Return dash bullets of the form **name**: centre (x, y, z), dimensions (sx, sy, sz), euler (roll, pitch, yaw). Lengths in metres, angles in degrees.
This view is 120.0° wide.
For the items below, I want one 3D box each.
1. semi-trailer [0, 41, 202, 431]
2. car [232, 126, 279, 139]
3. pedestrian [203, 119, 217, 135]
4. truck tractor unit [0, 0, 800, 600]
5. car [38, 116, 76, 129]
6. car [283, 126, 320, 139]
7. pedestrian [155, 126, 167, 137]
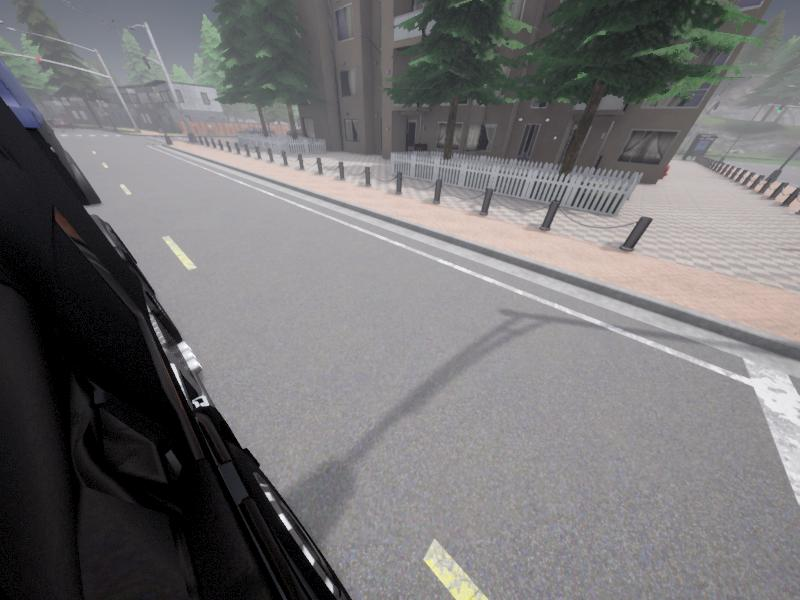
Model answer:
- **semi-trailer**: centre (-8.712, -3.598, 4.211), dimensions (14.254, 4.402, 2.717), euler (28, 44, 30)
- **car**: centre (-21.237, -24.767, 34.211), dimensions (2.033, 1.411, 5.357), euler (30, 45, 32)
- **pedestrian**: centre (-28.415, -25.860, 34.532), dimensions (0.751, 1.860, 0.751), euler (24, 42, 26)
- **truck tractor unit**: centre (-2.645, -0.295, 0.351), dimensions (6.516, 4.208, 3.053), euler (28, 44, 30)
- **car**: centre (-53.185, -27.509, 35.843), dimensions (4.181, 1.385, 1.994), euler (18, 39, 20)
- **car**: centre (-16.290, -27.900, 38.521), dimensions (2.152, 1.651, 5.027), euler (30, 45, 32)
- **pedestrian**: centre (-30.444, -21.473, 29.431), dimensions (0.500, 1.100, 0.500), euler (19, 40, 21)
